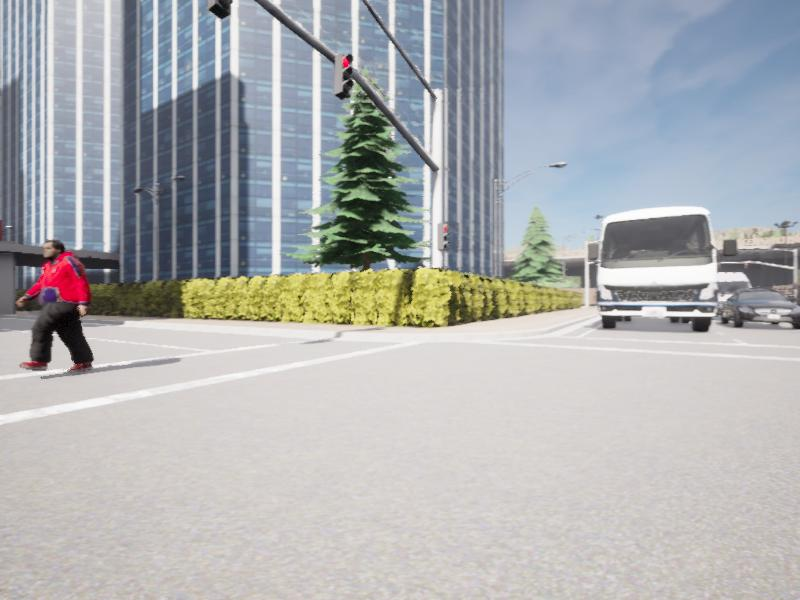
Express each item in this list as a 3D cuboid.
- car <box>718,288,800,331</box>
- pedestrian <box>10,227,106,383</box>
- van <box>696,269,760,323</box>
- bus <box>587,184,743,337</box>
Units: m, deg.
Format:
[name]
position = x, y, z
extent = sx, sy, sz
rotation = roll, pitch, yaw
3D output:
[car]
position = 13.970, 0.314, 15.643
extent = 1.812, 1.442, 4.674
rotation = 0, 0, 32
[pedestrian]
position = -4.488, 0.059, 5.275
extent = 0.751, 1.860, 0.751
rotation = 0, 0, 30
[van]
position = 18.004, -0.219, 22.255
extent = 1.988, 2.561, 5.915
rotation = 0, 0, 31
[bus]
position = 10.552, -1.085, 16.546
extent = 3.944, 4.253, 10.273
rotation = 0, 0, 31
